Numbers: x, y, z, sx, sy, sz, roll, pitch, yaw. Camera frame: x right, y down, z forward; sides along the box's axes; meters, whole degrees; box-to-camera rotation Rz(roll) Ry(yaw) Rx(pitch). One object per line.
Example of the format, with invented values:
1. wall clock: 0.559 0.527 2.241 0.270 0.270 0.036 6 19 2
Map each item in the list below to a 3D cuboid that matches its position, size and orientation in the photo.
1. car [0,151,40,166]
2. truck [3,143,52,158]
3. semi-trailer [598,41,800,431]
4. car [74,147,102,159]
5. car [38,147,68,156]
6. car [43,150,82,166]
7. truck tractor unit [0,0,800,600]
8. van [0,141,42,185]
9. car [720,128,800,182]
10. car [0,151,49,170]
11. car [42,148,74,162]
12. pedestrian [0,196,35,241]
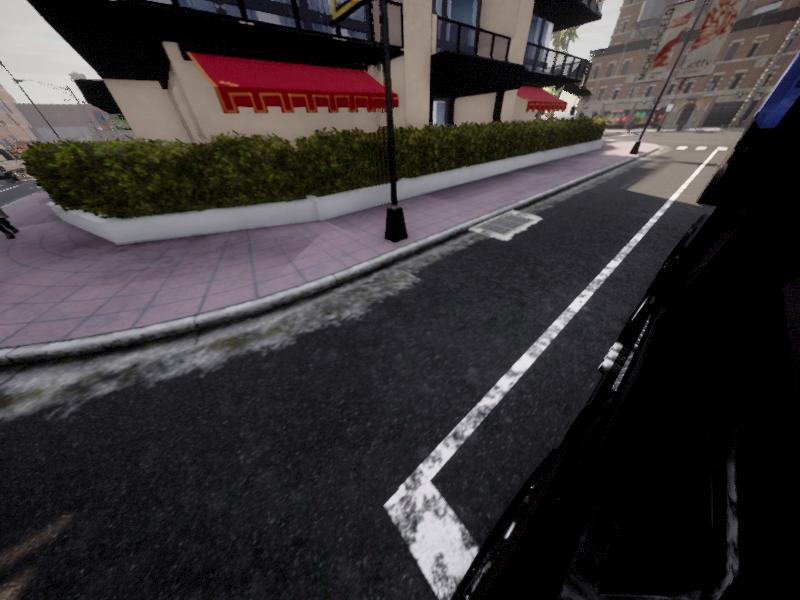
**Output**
1. car: -58.023 -21.590 35.158 2.128 1.511 4.902 -29 44 -30
2. truck: -88.868 -35.744 55.250 5.204 2.467 2.627 -28 44 -30
3. semi-trailer: 8.682 -3.626 4.230 14.254 4.402 2.717 -28 44 -30
4. car: -54.645 -25.771 40.547 1.970 1.475 3.806 -29 44 -30
5. car: -88.817 -38.068 59.248 3.806 1.475 1.970 -28 44 -30
6. car: -43.837 -18.555 30.129 1.816 1.474 4.193 -29 44 -30
7. truck tractor unit: 2.645 -0.295 0.351 6.516 4.208 3.053 -28 44 -30
8. van: -31.529 -10.720 17.965 1.988 2.561 5.915 -29 44 -30
9. car: 16.088 -6.411 9.969 5.357 1.411 2.033 -28 44 -30
10. car: -47.400 -17.734 29.230 2.038 1.542 4.974 -29 44 -30
11. car: -57.370 -24.420 38.815 1.851 1.617 3.988 -29 44 -30
12. pedestrian: -10.977 -2.558 5.968 0.751 1.860 0.751 21 43 28
